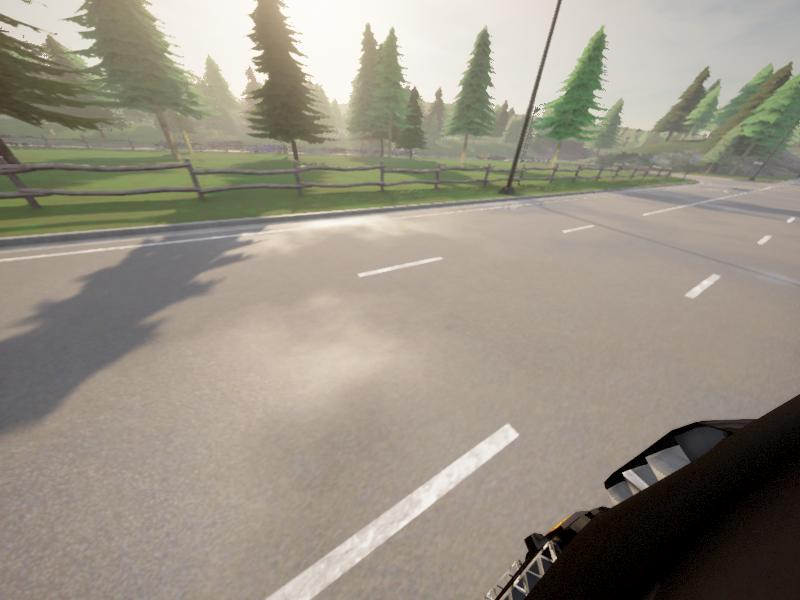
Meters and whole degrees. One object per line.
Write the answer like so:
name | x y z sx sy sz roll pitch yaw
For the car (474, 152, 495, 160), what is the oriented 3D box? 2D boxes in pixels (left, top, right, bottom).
car | 24.051 -40.987 65.720 5.366 1.575 1.801 14 35 16

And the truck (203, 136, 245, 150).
truck | -35.401 -31.779 46.842 6.274 2.098 2.390 -16 38 -26

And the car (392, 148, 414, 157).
car | 0.787 -35.107 55.045 4.856 1.649 2.033 -16 38 -26

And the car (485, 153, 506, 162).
car | 25.694 -38.442 62.223 5.027 1.651 2.152 12 35 13

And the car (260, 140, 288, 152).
car | -26.221 -32.046 48.150 4.605 1.855 1.932 -16 38 -26

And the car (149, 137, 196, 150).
car | -38.090 -26.347 38.918 5.238 1.638 1.930 -16 38 -26

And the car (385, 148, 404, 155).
car | -1.440 -41.164 64.018 5.008 1.535 1.882 -16 38 -26

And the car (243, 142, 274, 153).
car | -25.608 -27.593 41.852 4.514 1.525 2.007 -16 38 -26

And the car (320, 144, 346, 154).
car | -15.551 -34.970 53.565 5.238 1.638 1.930 -16 38 -26

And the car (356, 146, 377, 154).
car | -8.687 -39.135 60.372 4.974 1.542 2.038 -16 38 -26
